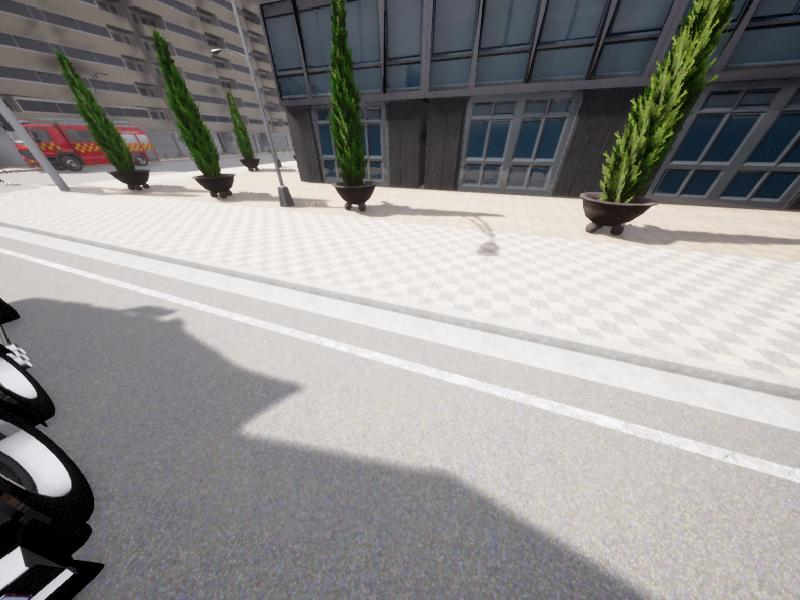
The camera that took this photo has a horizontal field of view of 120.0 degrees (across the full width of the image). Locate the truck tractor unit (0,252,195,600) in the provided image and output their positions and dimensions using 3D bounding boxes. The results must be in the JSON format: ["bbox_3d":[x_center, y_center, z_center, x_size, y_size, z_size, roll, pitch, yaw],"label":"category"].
[{"bbox_3d":[-5.091,-0.320,0.810,6.516,4.208,3.053,19,39,25],"label":"truck tractor unit"}]

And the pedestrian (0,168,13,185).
[{"bbox_3d":[-25.127,-8.035,13.966,0.751,1.860,0.751,7,35,10],"label":"pedestrian"}]

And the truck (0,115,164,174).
[{"bbox_3d":[-29.154,-14.677,21.867,2.891,3.827,8.468,11,36,16],"label":"truck"}]
